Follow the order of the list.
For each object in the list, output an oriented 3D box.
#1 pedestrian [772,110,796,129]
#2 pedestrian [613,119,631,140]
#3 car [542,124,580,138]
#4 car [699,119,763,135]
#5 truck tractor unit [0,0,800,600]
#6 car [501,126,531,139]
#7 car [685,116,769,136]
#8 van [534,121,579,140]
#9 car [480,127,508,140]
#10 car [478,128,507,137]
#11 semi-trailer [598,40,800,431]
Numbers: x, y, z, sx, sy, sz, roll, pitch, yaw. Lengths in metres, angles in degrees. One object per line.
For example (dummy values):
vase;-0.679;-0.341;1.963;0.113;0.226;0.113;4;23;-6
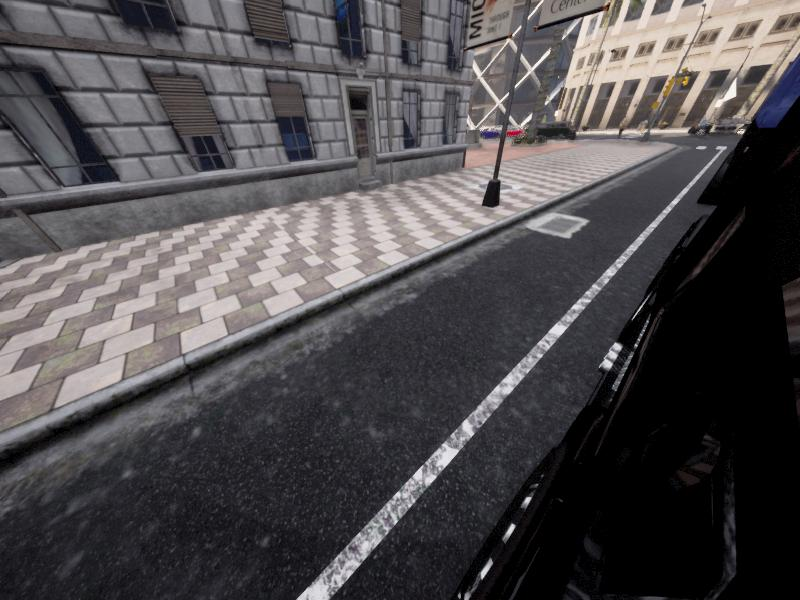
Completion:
pedestrian;49.077;-23.096;29.552;0.751;1.860;0.751;-27;43;-29
pedestrian;25.922;-19.902;27.000;0.751;1.860;0.751;27;46;33
car;23.822;-25.039;34.248;1.851;1.617;3.988;-31;45;-32
car;39.658;-20.828;27.821;1.994;1.385;4.181;-28;44;-30
truck tractor unit;2.645;-0.295;0.351;6.516;4.208;3.053;-28;44;-30
car;19.112;-27.539;37.993;3.806;1.475;1.970;22;44;30
car;36.759;-19.650;26.204;1.930;1.638;5.238;-28;43;-30
van;21.532;-23.503;32.023;1.775;1.987;4.442;-30;45;-32
car;15.058;-26.680;37.055;3.633;1.501;1.845;19;42;26
car;18.124;-32.921;45.396;4.718;1.301;1.895;18;41;25
semi-trailer;8.695;-3.609;4.227;14.254;4.402;2.717;-28;44;-30
